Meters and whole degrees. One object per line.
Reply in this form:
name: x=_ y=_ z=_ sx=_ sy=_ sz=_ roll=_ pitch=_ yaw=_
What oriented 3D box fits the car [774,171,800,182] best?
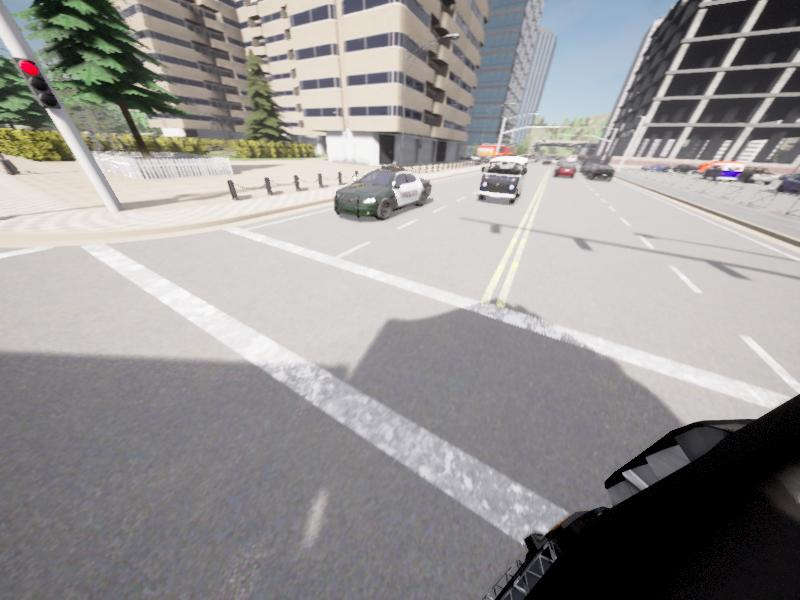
car: x=68.034 y=-21.002 z=39.399 sx=3.806 sy=1.475 sz=1.970 roll=19 pitch=37 yaw=23

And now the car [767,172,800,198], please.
car: x=33.966 y=-9.282 z=18.841 sx=2.242 sy=1.667 sz=4.611 roll=19 pitch=37 yaw=23

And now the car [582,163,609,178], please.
car: x=26.057 y=-17.424 z=30.944 sx=1.812 sy=1.442 sz=4.674 roll=19 pitch=37 yaw=23

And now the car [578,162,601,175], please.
car: x=29.668 y=-20.754 z=36.293 sx=2.033 sy=1.411 sz=5.357 roll=19 pitch=37 yaw=23

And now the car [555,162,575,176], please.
car: x=22.878 y=-18.288 z=32.151 sx=1.895 sy=1.301 sz=4.718 roll=19 pitch=37 yaw=23

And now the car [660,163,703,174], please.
car: x=54.908 y=-25.723 z=45.232 sx=4.892 sy=1.490 sz=1.837 roll=19 pitch=37 yaw=23

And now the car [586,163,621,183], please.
car: x=22.847 y=-14.471 z=26.156 sx=1.882 sy=1.535 sz=5.008 roll=19 pitch=37 yaw=23

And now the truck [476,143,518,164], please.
truck: x=23.168 y=-35.218 z=55.383 sx=8.468 sy=3.827 sz=2.891 roll=17 pitch=36 yaw=20

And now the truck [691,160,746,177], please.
truck: x=62.033 y=-25.765 z=45.182 sx=5.204 sy=2.467 sz=2.627 roll=19 pitch=37 yaw=23

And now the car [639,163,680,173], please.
car: x=54.678 y=-27.908 z=48.768 sx=5.357 sy=1.411 sz=2.033 roll=19 pitch=37 yaw=23

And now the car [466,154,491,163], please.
car: x=18.522 y=-33.625 z=54.714 sx=4.974 sy=1.542 sz=2.038 roll=18 pitch=36 yaw=23

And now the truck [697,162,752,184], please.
truck: x=41.480 y=-16.436 z=29.739 sx=2.069 sy=2.038 sz=4.478 roll=19 pitch=37 yaw=23

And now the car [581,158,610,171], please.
car: x=38.655 y=-26.938 z=45.806 sx=3.866 sy=1.878 sz=1.905 roll=19 pitch=37 yaw=23

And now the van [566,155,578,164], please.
van: x=58.642 y=-48.101 z=78.857 sx=2.351 sy=2.431 sz=6.366 roll=19 pitch=37 yaw=23

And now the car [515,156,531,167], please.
car: x=24.415 y=-27.634 z=46.081 sx=1.930 sy=1.638 sz=5.238 roll=13 pitch=35 yaw=14

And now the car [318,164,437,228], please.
car: x=-0.521 y=-4.417 z=9.228 sx=2.038 sy=1.542 sz=4.974 roll=20 pitch=37 yaw=24

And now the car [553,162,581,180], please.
car: x=19.717 y=-15.424 z=27.418 sx=2.163 sy=1.488 sz=4.792 roll=19 pitch=37 yaw=23

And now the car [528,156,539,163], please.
car: x=40.241 y=-42.334 z=69.491 sx=2.033 sy=1.649 sz=4.856 roll=19 pitch=37 yaw=23

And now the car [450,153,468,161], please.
car: x=15.188 y=-36.936 z=59.609 sx=3.806 sy=1.475 sz=1.970 roll=19 pitch=37 yaw=23

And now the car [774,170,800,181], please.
car: x=71.322 y=-22.118 z=41.245 sx=4.193 sy=1.474 sz=1.816 roll=19 pitch=37 yaw=23

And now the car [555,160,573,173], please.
car: x=26.338 y=-21.569 z=37.235 sx=1.812 sy=1.442 sz=4.674 roll=19 pitch=37 yaw=23

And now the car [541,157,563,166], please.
car: x=37.231 y=-33.829 z=56.453 sx=4.974 sy=1.542 sz=2.038 roll=-16 pitch=38 yaw=-26

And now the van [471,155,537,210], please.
van: x=5.598 y=-6.404 z=12.221 sx=2.069 sy=2.038 sz=4.480 roll=19 pitch=37 yaw=23

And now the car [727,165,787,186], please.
car: x=44.016 y=-15.507 z=28.691 sx=1.932 sy=1.855 sz=4.605 roll=19 pitch=37 yaw=23
